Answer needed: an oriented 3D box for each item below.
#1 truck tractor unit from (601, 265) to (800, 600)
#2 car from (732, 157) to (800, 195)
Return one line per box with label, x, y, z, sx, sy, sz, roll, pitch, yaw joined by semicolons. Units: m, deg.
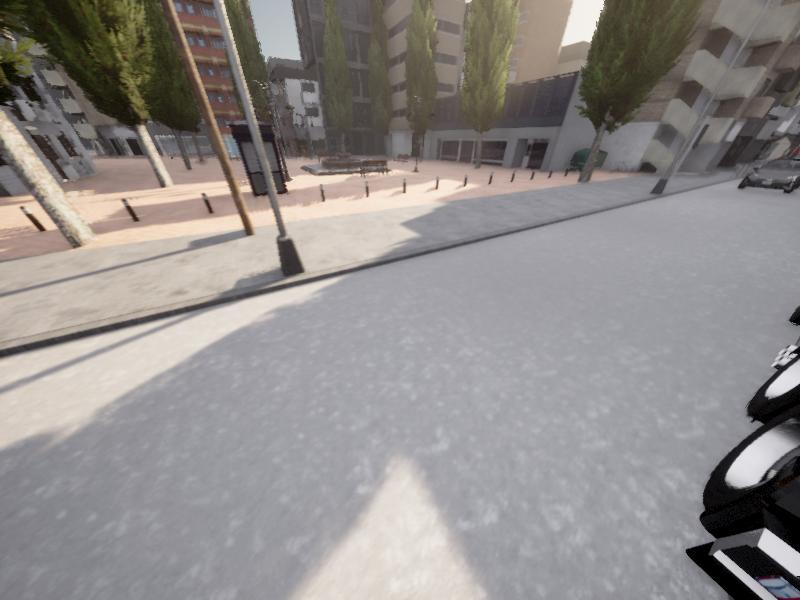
truck tractor unit;5.117;-0.292;0.782;6.516;4.208;3.053;-18;39;-24
car;21.936;-7.257;13.349;4.514;1.525;2.007;-18;39;-25
